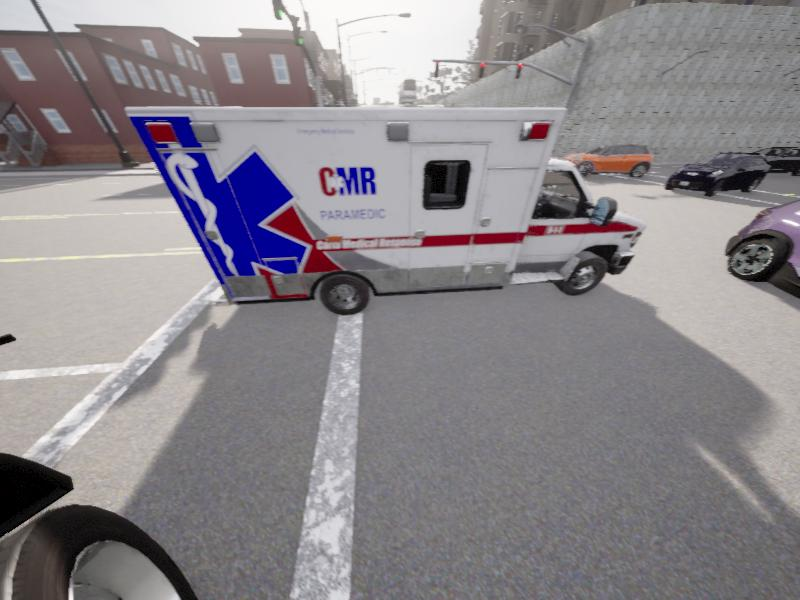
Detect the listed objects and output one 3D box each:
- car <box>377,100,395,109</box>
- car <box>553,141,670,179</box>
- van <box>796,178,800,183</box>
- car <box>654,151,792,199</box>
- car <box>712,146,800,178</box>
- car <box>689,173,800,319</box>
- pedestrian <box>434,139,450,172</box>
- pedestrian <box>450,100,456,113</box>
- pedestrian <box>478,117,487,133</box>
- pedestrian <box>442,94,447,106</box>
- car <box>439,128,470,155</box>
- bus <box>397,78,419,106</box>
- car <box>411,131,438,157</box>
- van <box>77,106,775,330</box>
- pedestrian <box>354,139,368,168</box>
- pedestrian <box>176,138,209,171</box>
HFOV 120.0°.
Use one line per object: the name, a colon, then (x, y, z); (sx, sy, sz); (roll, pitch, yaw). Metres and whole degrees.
car: (-4.059, -56.458, 66.702); (4.718, 1.301, 1.895); (18, 40, 27)
car: (12.585, -8.667, 14.208); (4.553, 1.767, 2.097); (5, 36, 8)
van: (23.617, -6.764, 11.313); (4.442, 1.987, 1.775); (-4, 36, -4)
car: (13.966, -5.583, 10.146); (3.633, 1.501, 1.845); (-10, 37, -13)
car: (22.765, -8.560, 14.249); (4.193, 1.474, 1.816); (-3, 36, -4)
car: (6.856, -0.171, 2.623); (2.033, 1.649, 4.856); (9, 36, 13)
pedestrian: (2.950, -10.139, 16.230); (0.751, 1.860, 0.751); (-5, 36, -6)
pedestrian: (10.047, -37.003, 44.173); (0.751, 1.860, 0.751); (-3, 36, -4)
pedestrian: (12.068, -25.492, 33.744); (0.751, 1.860, 0.751); (-3, 36, -3)
pedestrian: (9.661, -43.082, 49.842); (0.751, 1.860, 0.751); (-3, 36, -4)
car: (5.984, -17.796, 25.845); (1.932, 1.855, 4.605); (-4, 42, -5)
bus: (1.611, -49.301, 55.170); (3.944, 4.253, 10.273); (-4, 38, -4)
car: (2.545, -17.095, 25.188); (1.930, 1.638, 5.238); (-4, 41, -4)
van: (0.487, -1.436, 3.742); (6.366, 2.431, 2.351); (-3, 36, -4)
pedestrian: (-3.044, -11.463, 18.088); (0.751, 1.860, 0.751); (3, 36, 5)
pedestrian: (-14.371, -10.108, 16.069); (0.751, 1.860, 0.751); (1, 36, 2)
